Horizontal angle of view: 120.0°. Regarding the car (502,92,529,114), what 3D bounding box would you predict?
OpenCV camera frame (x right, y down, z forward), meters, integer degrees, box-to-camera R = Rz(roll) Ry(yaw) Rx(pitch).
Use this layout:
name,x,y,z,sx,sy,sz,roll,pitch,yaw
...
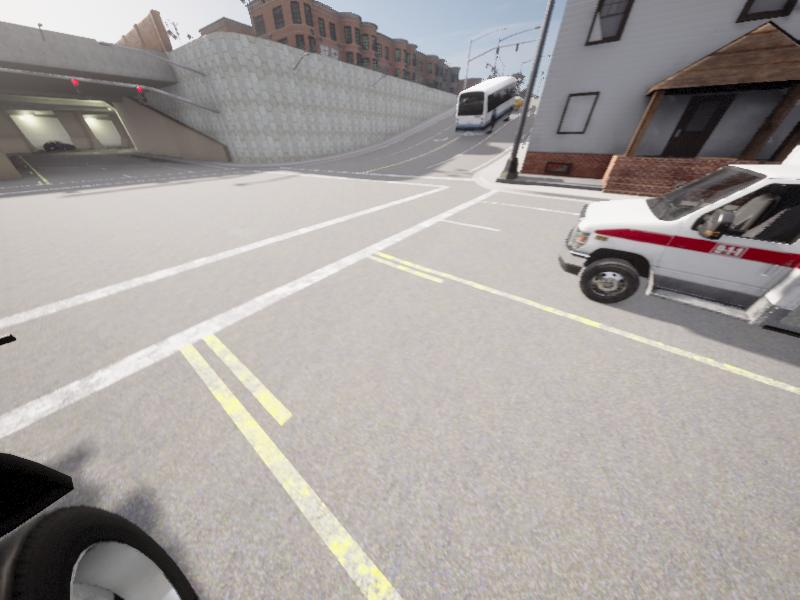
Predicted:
name,x,y,z,sx,sy,sz,roll,pitch,yaw
car,16.475,-28.091,32.898,1.801,1.575,5.366,24,54,28

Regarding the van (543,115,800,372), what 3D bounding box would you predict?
name,x,y,z,sx,sy,sz,roll,pitch,yaw
van,5.782,-0.543,2.610,6.366,2.431,2.351,23,41,29

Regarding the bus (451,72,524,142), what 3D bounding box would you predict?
name,x,y,z,sx,sy,sz,roll,pitch,yaw
bus,10.041,-22.256,26.578,3.944,4.253,10.273,23,55,29

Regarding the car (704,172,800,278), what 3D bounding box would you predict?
name,x,y,z,sx,sy,sz,roll,pitch,yaw
car,9.339,-1.185,4.255,3.988,1.617,1.851,23,41,29

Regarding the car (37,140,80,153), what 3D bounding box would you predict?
name,x,y,z,sx,sy,sz,roll,pitch,yaw
car,-57.228,-25.806,38.868,2.152,1.651,5.027,-18,39,-24
